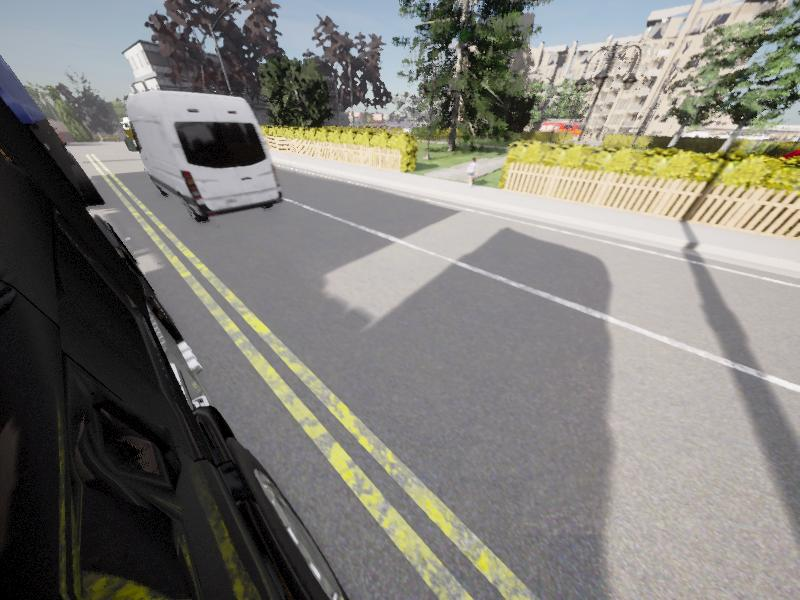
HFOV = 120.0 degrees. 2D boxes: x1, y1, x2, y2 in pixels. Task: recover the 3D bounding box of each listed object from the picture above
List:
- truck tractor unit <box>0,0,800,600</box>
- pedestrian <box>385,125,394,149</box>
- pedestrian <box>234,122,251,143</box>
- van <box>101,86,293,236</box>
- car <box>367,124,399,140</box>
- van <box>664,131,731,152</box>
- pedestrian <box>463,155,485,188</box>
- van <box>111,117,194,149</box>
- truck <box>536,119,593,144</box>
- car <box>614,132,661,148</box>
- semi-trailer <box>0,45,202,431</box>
[{"bbox_3d":[-2.645,-0.295,0.351,6.516,4.208,3.053,28,44,30],"label":"truck tractor unit"},{"bbox_3d":[-1.076,-16.316,23.148,0.751,1.860,0.751,6,37,5],"label":"pedestrian"},{"bbox_3d":[-17.337,-18.440,25.488,0.751,1.860,0.751,21,41,23],"label":"pedestrian"},{"bbox_3d":[-5.912,-4.147,6.671,5.915,2.561,1.988,28,45,30],"label":"van"},{"bbox_3d":[-2.792,-28.649,39.411,2.150,2.045,5.566,29,45,31],"label":"car"},{"bbox_3d":[49.343,-26.622,38.659,6.366,2.431,2.351,29,45,31],"label":"van"},{"bbox_3d":[2.918,-5.096,9.199,0.500,1.100,0.500,-3,37,-6],"label":"pedestrian"},{"bbox_3d":[-21.337,-14.658,20.308,2.069,2.038,4.480,1,36,0],"label":"van"},{"bbox_3d":[34.351,-35.625,48.695,8.468,3.827,2.891,30,46,32],"label":"truck"},{"bbox_3d":[43.683,-29.615,42.665,5.566,2.045,2.150,29,45,31],"label":"car"},{"bbox_3d":[-8.706,-3.579,4.251,14.254,4.402,2.717,28,44,30],"label":"semi-trailer"}]
